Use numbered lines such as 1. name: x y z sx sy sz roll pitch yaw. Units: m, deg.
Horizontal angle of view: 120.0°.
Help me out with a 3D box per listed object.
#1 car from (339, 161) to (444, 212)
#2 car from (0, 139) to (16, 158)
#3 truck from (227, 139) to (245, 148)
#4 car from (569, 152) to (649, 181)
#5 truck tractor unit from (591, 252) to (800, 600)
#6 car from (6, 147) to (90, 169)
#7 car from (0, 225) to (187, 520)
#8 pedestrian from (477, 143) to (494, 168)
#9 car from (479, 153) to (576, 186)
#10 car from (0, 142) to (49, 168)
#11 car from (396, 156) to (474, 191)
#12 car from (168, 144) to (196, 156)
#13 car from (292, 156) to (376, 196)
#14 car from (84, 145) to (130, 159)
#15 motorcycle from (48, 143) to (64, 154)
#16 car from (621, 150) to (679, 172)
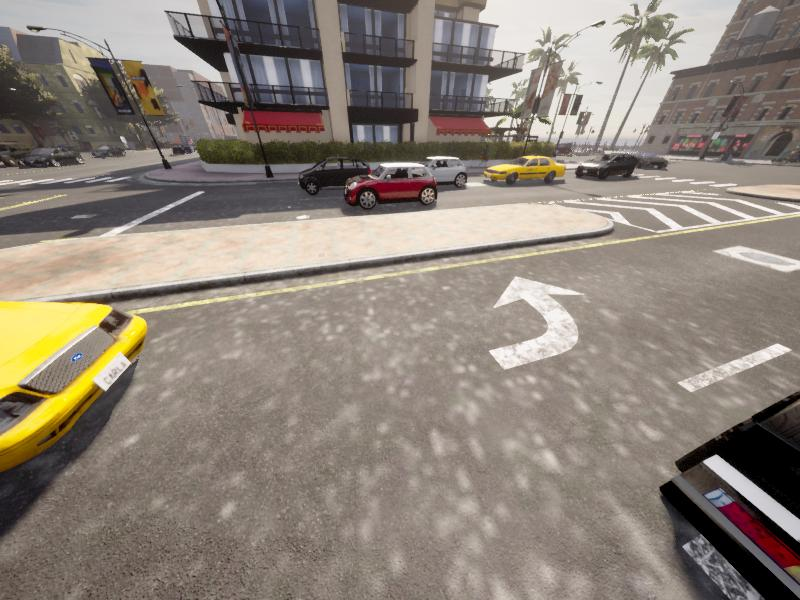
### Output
1. car: -0.415 -4.822 9.630 3.806 1.475 1.970 -10 36 -14
2. car: -56.752 -20.048 30.602 5.566 2.045 2.150 -9 36 -13
3. truck: -46.459 -44.472 65.708 2.390 2.098 6.274 -10 36 -15
4. car: 15.181 -9.818 16.874 4.514 1.525 2.007 -13 37 -18
5. truck tractor unit: 5.283 -0.073 0.452 6.516 4.208 3.053 -10 36 -14
6. car: -33.076 -13.624 22.020 1.837 1.490 4.892 -10 37 -15
7. car: -5.348 0.738 1.519 5.366 1.575 1.801 -7 36 -11
8. pedestrian: 7.613 -12.910 20.661 0.751 1.860 0.751 -8 36 -11
9. car: 8.067 -8.448 14.808 5.366 1.575 1.801 -10 36 -14
10. car: -36.650 -13.589 21.603 1.905 1.878 3.866 -9 36 -13
11. car: 1.879 -7.319 13.233 3.806 1.475 1.970 -10 36 -14
12. car: -35.522 -24.608 37.756 1.845 1.501 3.633 -10 36 -15
13. car: -3.305 -6.441 11.868 3.705 1.549 1.789 -10 36 -14
14. car: -40.748 -20.789 32.308 1.812 1.442 4.674 -10 36 -15
15. motorcycle: -57.958 -25.514 38.885 2.356 1.277 0.764 28 53 34
16. car: 24.313 -13.820 22.802 2.033 1.411 5.357 14 37 19
